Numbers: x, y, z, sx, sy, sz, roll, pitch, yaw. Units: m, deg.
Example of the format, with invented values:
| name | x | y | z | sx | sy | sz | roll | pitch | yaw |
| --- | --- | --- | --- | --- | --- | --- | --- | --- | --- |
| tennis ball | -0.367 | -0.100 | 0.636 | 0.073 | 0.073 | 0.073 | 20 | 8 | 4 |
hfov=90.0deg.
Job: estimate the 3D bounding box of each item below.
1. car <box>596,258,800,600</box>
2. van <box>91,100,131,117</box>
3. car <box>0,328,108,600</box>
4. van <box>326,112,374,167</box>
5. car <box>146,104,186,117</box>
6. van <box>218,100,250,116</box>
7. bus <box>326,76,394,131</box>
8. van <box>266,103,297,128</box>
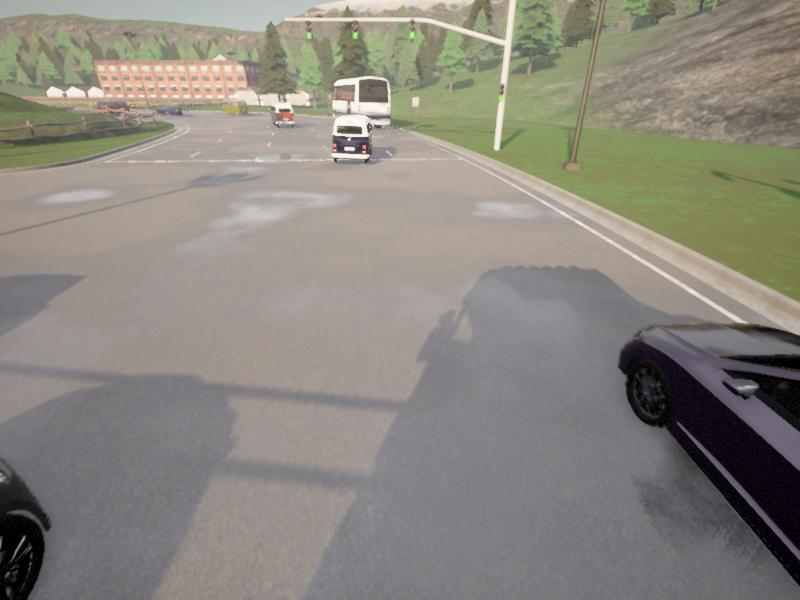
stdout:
| name | x | y | z | sx | sy | sz | roll | pitch | yaw |
| --- | --- | --- | --- | --- | --- | --- | --- | --- | --- |
| car | 3.389 | 1.178 | 2.743 | 1.816 | 1.474 | 4.193 | -1 | 27 | -2 |
| van | -39.881 | -26.521 | 55.245 | 4.442 | 1.987 | 1.775 | 10 | 29 | 18 |
| car | -3.510 | 1.982 | 0.884 | 2.242 | 1.667 | 4.611 | 0 | 27 | -1 |
| van | -2.388 | -8.156 | 20.125 | 2.069 | 2.038 | 4.480 | 2 | 27 | -3 |
| car | -32.598 | -26.469 | 55.793 | 4.792 | 1.488 | 2.163 | 13 | 30 | 24 |
| van | -24.189 | -27.974 | 58.259 | 4.442 | 1.987 | 1.775 | 18 | 32 | 30 |
| bus | -4.215 | -19.378 | 39.406 | 3.944 | 4.253 | 10.273 | -8 | 29 | -19 |
| van | -11.841 | -18.479 | 39.982 | 2.069 | 2.038 | 4.480 | -10 | 29 | -22 |
